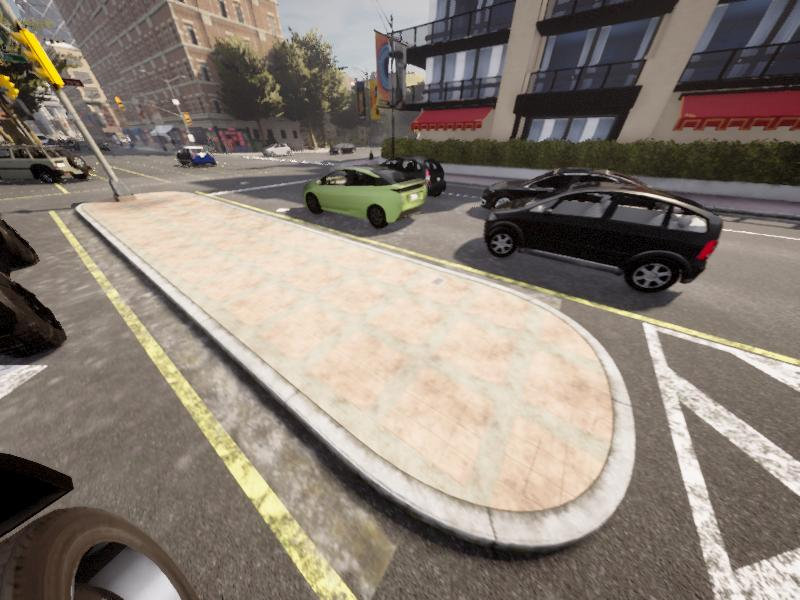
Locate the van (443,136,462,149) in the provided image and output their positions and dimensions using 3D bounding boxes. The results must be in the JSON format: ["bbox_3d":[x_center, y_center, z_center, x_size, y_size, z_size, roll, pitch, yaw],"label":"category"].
[{"bbox_3d":[12.880,-38.364,56.220,1.988,2.561,5.915,22,41,28],"label":"van"}]

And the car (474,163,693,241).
[{"bbox_3d":[5.235,-3.405,7.485,4.892,1.490,1.837,22,40,28],"label":"car"}]

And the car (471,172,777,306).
[{"bbox_3d":[3.748,-1.572,4.824,3.705,1.549,1.789,22,41,28],"label":"car"}]

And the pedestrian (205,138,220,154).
[{"bbox_3d":[-26.223,-21.531,32.335,0.751,1.860,0.751,10,36,13],"label":"pedestrian"}]

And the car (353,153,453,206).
[{"bbox_3d":[0.055,-5.561,10.409,3.988,1.617,1.851,22,41,28],"label":"car"}]

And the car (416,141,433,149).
[{"bbox_3d":[6.178,-39.442,58.673,2.128,1.511,4.902,22,41,28],"label":"car"}]

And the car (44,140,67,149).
[{"bbox_3d":[-69.875,-31.515,46.788,4.193,1.474,1.816,22,41,28],"label":"car"}]

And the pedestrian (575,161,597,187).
[{"bbox_3d":[9.764,-6.630,12.136,0.500,1.100,0.500,23,41,29],"label":"pedestrian"}]

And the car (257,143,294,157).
[{"bbox_3d":[-16.834,-20.404,31.403,1.845,1.501,3.633,22,40,28],"label":"car"}]

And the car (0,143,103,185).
[{"bbox_3d":[-21.022,-7.722,13.079,4.605,1.855,1.932,-4,35,-7],"label":"car"}]

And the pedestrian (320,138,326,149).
[{"bbox_3d":[-16.103,-32.799,48.402,0.751,1.860,0.751,-19,40,-26],"label":"pedestrian"}]

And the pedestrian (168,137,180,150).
[{"bbox_3d":[-39.801,-27.513,40.716,0.751,1.860,0.751,23,41,28],"label":"pedestrian"}]

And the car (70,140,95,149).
[{"bbox_3d":[-66.357,-32.529,48.290,4.902,1.511,2.128,22,41,28],"label":"car"}]

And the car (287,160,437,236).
[{"bbox_3d":[-1.317,-3.622,7.717,4.514,1.525,2.007,22,41,28],"label":"car"}]

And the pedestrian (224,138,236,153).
[{"bbox_3d":[-26.139,-23.820,35.583,0.751,1.860,0.751,-12,37,-17],"label":"pedestrian"}]

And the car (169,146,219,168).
[{"bbox_3d":[-18.885,-13.215,21.233,3.806,1.475,1.970,22,41,28],"label":"car"}]

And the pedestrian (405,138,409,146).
[{"bbox_3d":[2.068,-44.880,65.689,0.751,1.860,0.751,26,43,32],"label":"pedestrian"}]

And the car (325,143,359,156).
[{"bbox_3d":[-8.832,-23.472,35.862,2.163,1.488,4.792,22,41,28],"label":"car"}]

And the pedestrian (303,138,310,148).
[{"bbox_3d":[-20.789,-34.816,51.228,0.751,1.860,0.751,10,36,14],"label":"pedestrian"}]

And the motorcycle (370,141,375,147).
[{"bbox_3d":[-7.479,-42.271,62.493,0.764,1.277,2.356,-5,34,10],"label":"motorcycle"}]

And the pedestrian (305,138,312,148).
[{"bbox_3d":[-20.516,-35.129,51.674,0.751,1.860,0.751,11,37,15],"label":"pedestrian"}]

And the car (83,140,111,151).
[{"bbox_3d":[-54.257,-27.658,41.358,4.974,1.542,2.038,22,41,28],"label":"car"}]

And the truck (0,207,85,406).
[{"bbox_3d":[-6.967,-0.516,2.799,6.274,2.098,2.390,22,40,28],"label":"truck"}]

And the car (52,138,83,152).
[{"bbox_3d":[-55.338,-25.759,38.396,4.605,1.855,1.932,22,41,28],"label":"car"}]
